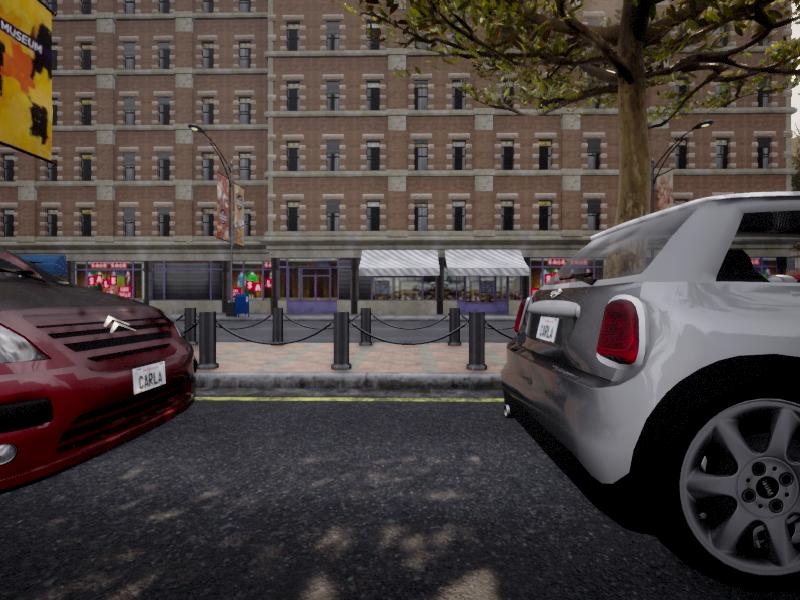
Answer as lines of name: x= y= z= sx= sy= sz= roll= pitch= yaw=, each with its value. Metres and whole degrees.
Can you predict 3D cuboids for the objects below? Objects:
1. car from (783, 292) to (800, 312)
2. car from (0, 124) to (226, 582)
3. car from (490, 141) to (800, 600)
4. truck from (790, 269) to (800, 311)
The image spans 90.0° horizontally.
car: x=34.520 y=0.171 z=32.424 sx=1.930 sy=1.638 sz=5.238 roll=0 pitch=0 yaw=1
car: x=-3.390 y=0.188 z=2.287 sx=3.988 sy=1.617 sz=1.851 roll=0 pitch=0 yaw=1
car: x=2.600 y=0.253 z=2.173 sx=3.806 sy=1.475 sz=1.970 roll=0 pitch=0 yaw=1
truck: x=38.024 y=-0.920 z=33.282 sx=2.891 sy=3.827 sz=8.468 roll=0 pitch=0 yaw=1
